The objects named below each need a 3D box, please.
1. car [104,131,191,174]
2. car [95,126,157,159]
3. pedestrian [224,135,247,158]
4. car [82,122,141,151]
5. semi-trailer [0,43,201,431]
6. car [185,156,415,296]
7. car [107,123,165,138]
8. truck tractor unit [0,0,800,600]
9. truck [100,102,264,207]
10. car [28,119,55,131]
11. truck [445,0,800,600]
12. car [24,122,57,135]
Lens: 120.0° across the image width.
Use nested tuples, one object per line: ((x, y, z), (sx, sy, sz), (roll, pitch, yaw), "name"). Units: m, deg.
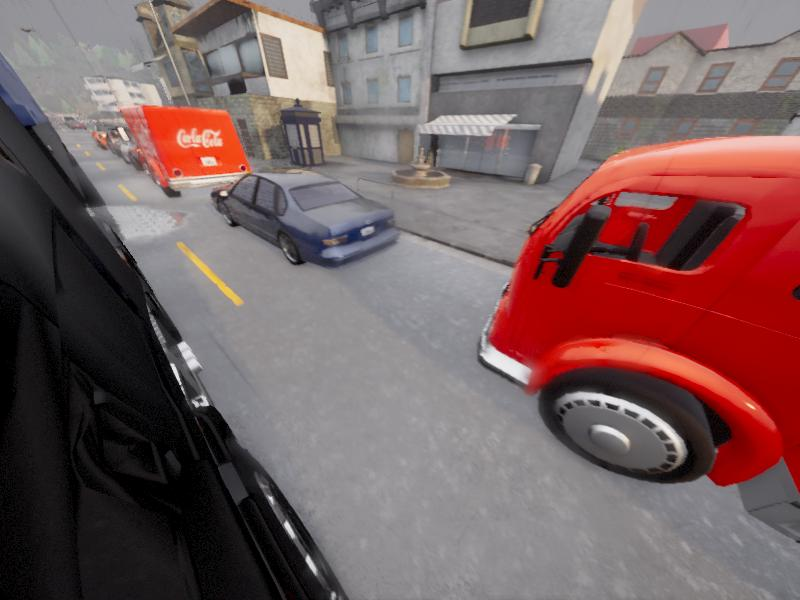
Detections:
((-13.892, -8.228, 12.690), (4.974, 1.542, 2.038), (28, 44, 30), "car")
((-19.055, -10.980, 16.054), (3.988, 1.617, 1.851), (28, 44, 30), "car")
((-11.415, -10.675, 16.081), (0.751, 1.300, 0.751), (28, 44, 30), "pedestrian")
((-24.090, -13.705, 19.296), (4.553, 1.767, 2.097), (28, 44, 30), "car")
((-8.700, -3.569, 4.275), (14.254, 4.402, 2.717), (28, 44, 30), "semi-trailer")
((-2.460, -2.151, 5.234), (5.357, 1.411, 2.033), (28, 44, 30), "car")
((-36.000, -23.253, 31.740), (4.902, 1.511, 2.128), (-22, 43, -29), "car")
((-2.645, -0.295, 0.351), (6.516, 4.208, 3.053), (28, 44, 30), "truck tractor unit")
((-7.978, -5.499, 8.539), (5.204, 2.467, 2.627), (28, 44, 30), "truck")
((-58.286, -28.471, 37.612), (4.892, 1.490, 1.837), (27, 43, 30), "car")
((3.334, 0.469, 1.128), (5.204, 2.467, 2.627), (28, 44, 30), "truck")
((-47.832, -22.885, 30.815), (4.718, 1.301, 1.895), (28, 44, 30), "car")
